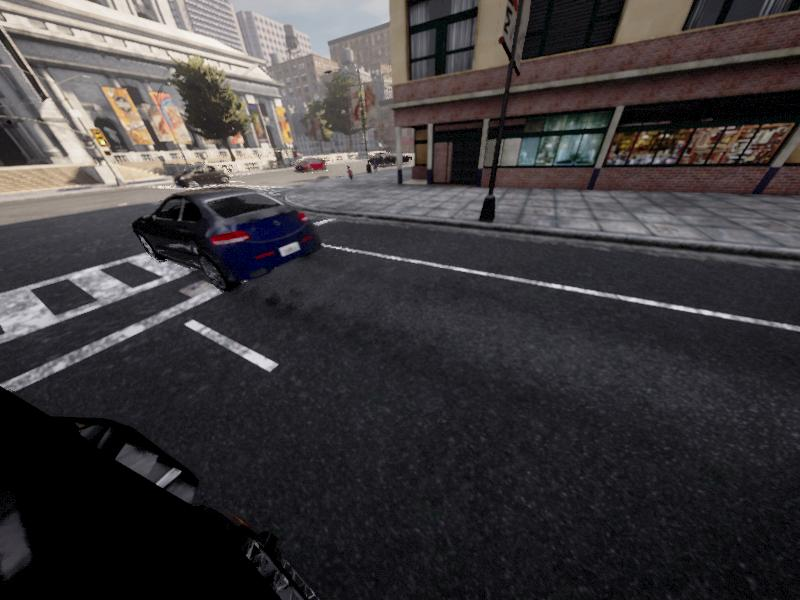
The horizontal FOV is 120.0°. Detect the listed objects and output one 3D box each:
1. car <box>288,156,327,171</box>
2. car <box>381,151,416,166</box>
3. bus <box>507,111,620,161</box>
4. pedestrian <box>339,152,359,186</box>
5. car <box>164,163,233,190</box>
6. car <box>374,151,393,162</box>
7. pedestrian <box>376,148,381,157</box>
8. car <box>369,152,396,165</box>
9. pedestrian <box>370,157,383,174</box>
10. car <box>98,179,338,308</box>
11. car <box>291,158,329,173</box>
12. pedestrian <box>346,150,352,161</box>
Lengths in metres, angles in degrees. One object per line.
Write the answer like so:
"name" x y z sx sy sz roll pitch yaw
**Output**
"car" -13.231 -19.796 33.457 2.128 1.511 4.902 15 38 25
"car" -0.139 -20.268 33.130 2.128 1.511 4.902 25 43 36
"bus" 19.810 -20.344 29.187 10.273 4.253 3.944 14 37 25
"pedestrian" -3.317 -8.609 15.187 0.751 1.860 0.751 -22 38 -26
"car" -17.683 -11.036 20.531 1.851 1.617 3.988 15 37 25
"car" -3.208 -28.095 45.140 1.882 1.535 5.008 8 35 16
"pedestrian" -5.471 -37.011 58.139 0.751 1.860 0.751 20 40 31
"car" -2.702 -22.827 37.169 2.038 1.542 4.974 15 37 25
"pedestrian" -2.163 -12.225 21.049 0.751 1.300 0.751 23 41 33
"car" -4.229 -1.724 5.423 5.027 1.651 2.152 16 38 27
"car" -11.522 -17.478 29.960 1.994 1.385 4.181 15 37 25
"pedestrian" -10.775 -30.476 48.717 0.751 1.860 0.751 24 42 34
